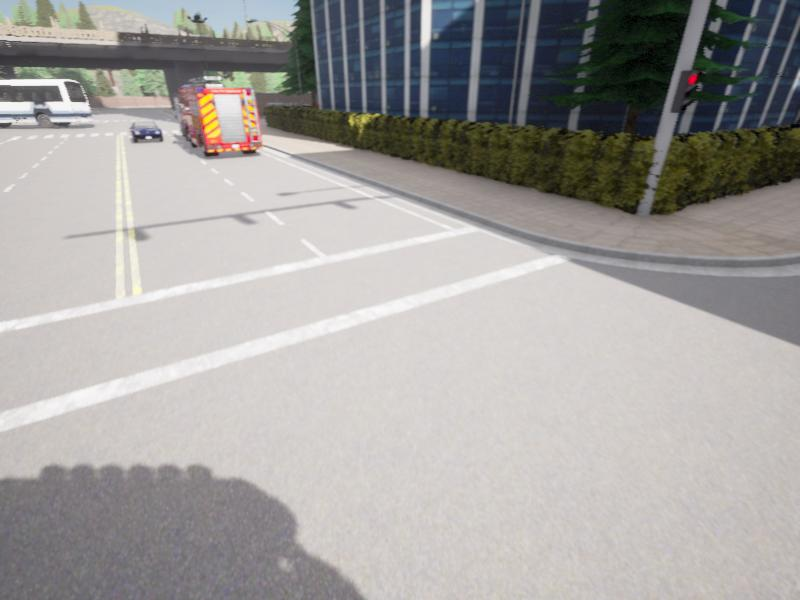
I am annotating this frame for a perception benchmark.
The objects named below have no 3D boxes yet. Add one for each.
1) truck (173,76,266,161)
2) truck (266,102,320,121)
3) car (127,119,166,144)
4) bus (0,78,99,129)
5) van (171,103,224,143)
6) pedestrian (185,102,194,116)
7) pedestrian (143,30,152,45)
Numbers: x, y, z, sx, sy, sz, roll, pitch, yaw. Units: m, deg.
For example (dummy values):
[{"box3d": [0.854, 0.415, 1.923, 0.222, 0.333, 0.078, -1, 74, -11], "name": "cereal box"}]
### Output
[{"box3d": [-10.821, -10.832, 23.545, 2.891, 3.827, 8.468, -16, 31, -28], "name": "truck"}, {"box3d": [-14.133, -25.132, 53.164, 6.274, 2.098, 2.390, -16, 31, -28], "name": "truck"}, {"box3d": [-18.672, -12.410, 29.387, 1.895, 1.301, 4.718, -16, 31, -28], "name": "car"}, {"box3d": [-36.633, -19.048, 38.953, 10.273, 4.253, 3.944, -3, 25, -6], "name": "bus"}, {"box3d": [-15.530, -13.636, 30.535, 2.351, 2.431, 6.366, -16, 31, -28], "name": "van"}, {"box3d": [-32.172, -29.180, 61.044, 0.751, 1.860, 0.751, -16, 31, -28], "name": "pedestrian"}, {"box3d": [-39.702, -41.307, 62.859, 0.751, 1.860, 0.751, -16, 31, -29], "name": "pedestrian"}]
